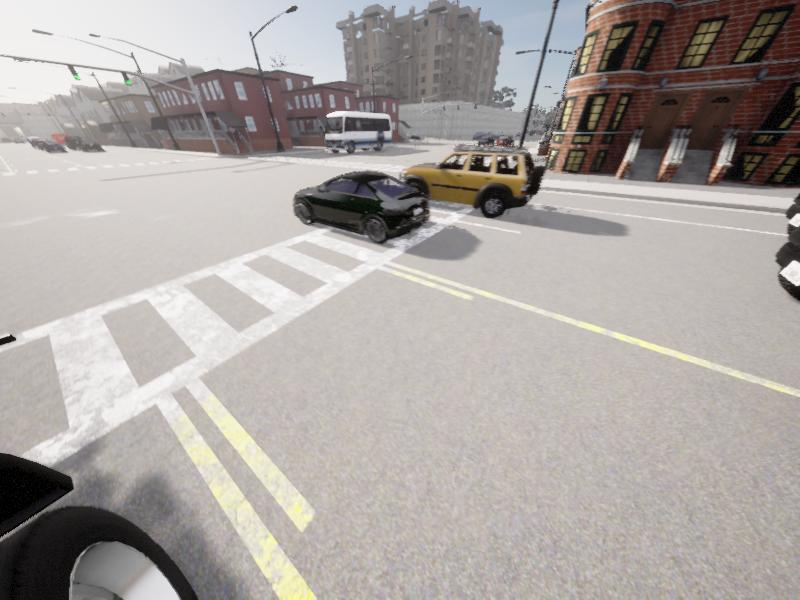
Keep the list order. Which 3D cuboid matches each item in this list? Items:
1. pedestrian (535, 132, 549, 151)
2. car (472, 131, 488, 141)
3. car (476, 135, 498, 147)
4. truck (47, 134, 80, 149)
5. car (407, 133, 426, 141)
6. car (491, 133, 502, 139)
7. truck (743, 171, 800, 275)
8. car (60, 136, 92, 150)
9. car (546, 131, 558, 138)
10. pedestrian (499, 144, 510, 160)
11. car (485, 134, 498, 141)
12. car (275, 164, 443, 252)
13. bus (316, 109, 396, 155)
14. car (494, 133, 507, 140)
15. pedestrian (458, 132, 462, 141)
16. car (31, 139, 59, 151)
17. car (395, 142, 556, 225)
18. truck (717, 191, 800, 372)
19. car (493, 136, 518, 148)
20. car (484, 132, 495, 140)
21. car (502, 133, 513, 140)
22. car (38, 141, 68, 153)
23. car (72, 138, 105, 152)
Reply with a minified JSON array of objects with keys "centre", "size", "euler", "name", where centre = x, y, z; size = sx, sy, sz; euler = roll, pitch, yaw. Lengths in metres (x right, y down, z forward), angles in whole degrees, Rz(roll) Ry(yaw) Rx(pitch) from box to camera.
[{"centre":[16.963,-18.952,27.645],"size":[0.751,1.860,0.751],"euler":[23,42,29],"name":"pedestrian"},{"centre":[21.716,-44.584,62.849],"size":[2.150,2.045,5.566],"euler":[22,42,27],"name":"car"},{"centre":[15.268,-27.839,40.443],"size":[2.128,1.511,4.902],"euler":[22,42,27],"name":"car"},{"centre":[-70.819,-33.468,48.596],"size":[5.204,2.467,2.627],"euler":[22,42,28],"name":"truck"},{"centre":[4.288,-43.178,61.254],"size":[4.718,1.301,1.895],"euler":[25,43,25],"name":"car"},{"centre":[31.006,-52.394,73.920],"size":[1.812,1.442,4.674],"euler":[22,42,27],"name":"car"},{"centre":[10.743,-0.903,3.097],"size":[6.274,2.098,2.390],"euler":[22,42,28],"name":"truck"},{"centre":[-59.721,-28.899,42.521],"size":[5.566,2.045,2.150],"euler":[22,42,28],"name":"car"},{"centre":[50.593,-55.016,76.728],"size":[2.150,2.045,5.566],"euler":[22,42,27],"name":"car"},{"centre":[8.845,-12.527,19.603],"size":[0.500,1.100,0.500],"euler":[18,40,24],"name":"pedestrian"},{"centre":[24.051,-42.767,60.724],"size":[1.789,1.549,3.705],"euler":[22,42,27],"name":"car"},{"centre":[-1.201,-2.855,6.567],"size":[4.181,1.385,1.994],"euler":[22,42,27],"name":"car"},{"centre":[-5.145,-22.080,30.522],"size":[3.944,4.253,10.273],"euler":[22,42,27],"name":"bus"},{"centre":[28.947,-46.997,66.478],"size":[1.882,1.535,5.008],"euler":[22,42,27],"name":"car"},{"centre":[16.447,-45.091,63.734],"size":[0.751,1.860,0.751],"euler":[3,36,5],"name":"pedestrian"},{"centre":[-63.848,-27.868,41.543],"size":[3.988,1.617,1.851],"euler":[22,42,27],"name":"car"},{"centre":[2.264,-4.183,7.906],"size":[4.605,1.855,1.932],"euler":[22,42,27],"name":"car"},{"centre":[7.706,0.393,1.369],"size":[6.274,2.098,2.390],"euler":[22,42,27],"name":"truck"},{"centre":[17.542,-26.205,38.197],"size":[2.163,1.488,4.792],"euler":[24,43,30],"name":"car"},{"centre":[26.650,-48.792,68.687],"size":[1.905,1.878,3.866],"euler":[22,42,27],"name":"car"},{"centre":[33.377,-50.777,71.717],"size":[1.970,1.475,3.806],"euler":[22,42,27],"name":"car"},{"centre":[-55.491,-24.473,36.908],"size":[4.674,1.442,1.812],"euler":[22,42,27],"name":"car"},{"centre":[-50.529,-25.148,37.457],"size":[4.553,1.767,2.097],"euler":[22,42,27],"name":"car"}]
